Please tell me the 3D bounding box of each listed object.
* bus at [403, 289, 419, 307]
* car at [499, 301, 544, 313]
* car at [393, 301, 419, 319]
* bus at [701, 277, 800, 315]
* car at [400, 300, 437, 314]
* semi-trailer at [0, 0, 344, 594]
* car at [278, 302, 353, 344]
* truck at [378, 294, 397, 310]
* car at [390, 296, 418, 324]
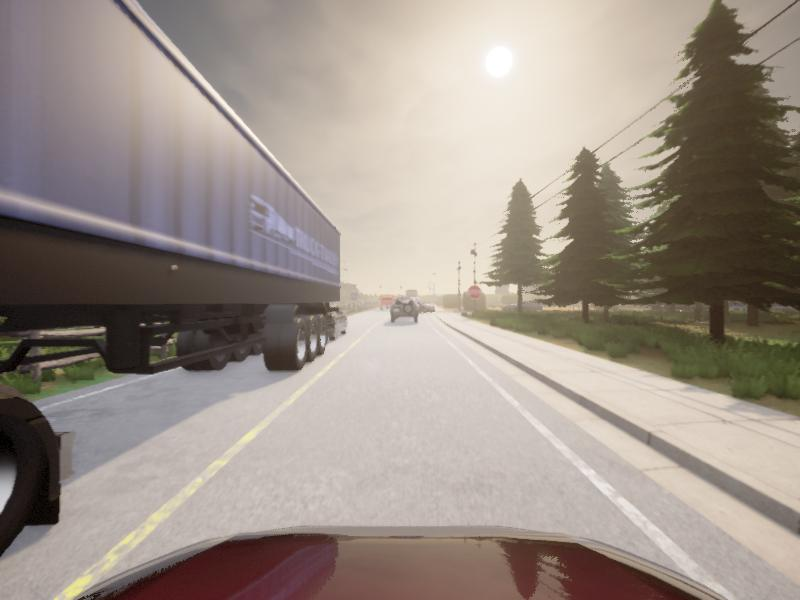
[{"bbox_3d":[2.837,-0.537,100.306,3.944,4.253,10.273,0,0,2],"label":"bus"},{"bbox_3d":[15.076,0.869,49.785,4.902,1.511,2.128,0,0,-1],"label":"car"},{"bbox_3d":[0.607,0.824,35.545,2.007,1.525,4.514,0,0,4],"label":"car"},{"bbox_3d":[41.758,-0.499,46.704,10.273,4.253,3.944,0,0,-1],"label":"bus"},{"bbox_3d":[2.111,0.804,47.094,3.988,1.617,1.851,0,0,35],"label":"car"},{"bbox_3d":[-3.485,-0.617,7.655,2.717,4.402,14.254,0,0,0],"label":"semi-trailer"},{"bbox_3d":[-3.380,0.846,17.094,2.128,1.511,4.902,0,0,1],"label":"car"},{"bbox_3d":[-1.943,0.363,62.985,2.627,2.467,5.204,0,-1,2],"label":"truck"},{"bbox_3d":[0.333,0.647,29.014,1.932,1.855,4.605,0,0,2],"label":"car"}]
